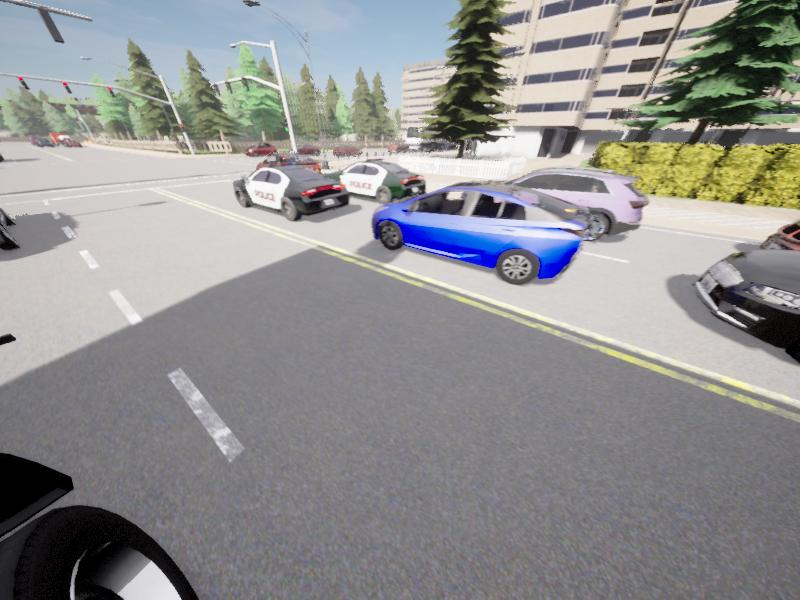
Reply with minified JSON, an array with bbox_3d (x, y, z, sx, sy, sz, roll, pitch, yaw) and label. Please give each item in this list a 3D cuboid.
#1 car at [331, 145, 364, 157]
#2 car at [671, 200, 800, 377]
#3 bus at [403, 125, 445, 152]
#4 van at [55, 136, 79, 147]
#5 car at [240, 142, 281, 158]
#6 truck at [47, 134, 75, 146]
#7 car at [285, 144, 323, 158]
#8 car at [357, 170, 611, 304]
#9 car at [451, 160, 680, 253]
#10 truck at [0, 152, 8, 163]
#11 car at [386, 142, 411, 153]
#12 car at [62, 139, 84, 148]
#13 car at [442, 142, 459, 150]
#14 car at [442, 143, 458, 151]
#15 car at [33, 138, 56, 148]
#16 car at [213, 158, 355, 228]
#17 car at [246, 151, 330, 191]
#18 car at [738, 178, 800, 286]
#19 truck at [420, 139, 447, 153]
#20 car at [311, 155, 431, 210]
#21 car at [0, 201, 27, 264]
[{"bbox_3d":[-7.502,-21.652,33.518,1.994,1.385,4.181,29,44,34],"label":"car"},{"bbox_3d":[6.686,0.355,2.212,4.902,1.511,2.128,22,40,28],"label":"car"},{"bbox_3d":[5.220,-34.109,48.948,3.944,4.253,10.273,22,41,28],"label":"bus"},{"bbox_3d":[-75.670,-36.003,52.458,4.480,2.038,2.069,22,40,28],"label":"van"},{"bbox_3d":[-18.867,-20.427,31.408,1.851,1.617,3.988,24,41,29],"label":"car"},{"bbox_3d":[-83.180,-39.255,56.612,5.204,2.467,2.627,22,40,28],"label":"truck"},{"bbox_3d":[-13.467,-21.184,32.703,1.812,1.442,4.674,22,41,28],"label":"car"},{"bbox_3d":[1.469,-1.784,5.178,4.514,1.525,2.007,22,40,28],"label":"car"},{"bbox_3d":[4.328,-3.111,7.020,4.856,1.649,2.033,22,40,28],"label":"car"},{"bbox_3d":[-40.944,-14.616,22.061,5.204,2.467,2.627,22,41,28],"label":"truck"},{"bbox_3d":[-0.151,-28.570,43.263,2.152,1.651,5.027,22,40,28],"label":"car"},{"bbox_3d":[-69.740,-33.348,49.242,3.806,1.475,1.970,22,40,28],"label":"car"},{"bbox_3d":[12.718,-38.957,58.349,2.128,1.511,4.902,22,41,28],"label":"car"},{"bbox_3d":[11.265,-34.268,51.673,1.816,1.474,4.193,22,41,28],"label":"car"},{"bbox_3d":[-74.213,-32.777,48.254,3.988,1.617,1.851,22,40,28],"label":"car"},{"bbox_3d":[-4.248,-4.125,8.433,4.974,1.542,2.038,22,40,28],"label":"car"},{"bbox_3d":[-6.437,-7.517,13.243,4.514,1.525,2.007,24,41,29],"label":"car"},{"bbox_3d":[10.090,-0.773,3.729,4.611,1.667,2.242,22,40,28],"label":"car"},{"bbox_3d":[6.827,-30.992,46.397,2.390,2.098,6.274,23,41,29],"label":"truck"},{"bbox_3d":[-1.368,-5.401,10.292,4.974,1.542,2.038,22,40,28],"label":"car"},{"bbox_3d":[-10.961,-2.008,5.224,5.238,1.638,1.930,22,40,28],"label":"car"}]
